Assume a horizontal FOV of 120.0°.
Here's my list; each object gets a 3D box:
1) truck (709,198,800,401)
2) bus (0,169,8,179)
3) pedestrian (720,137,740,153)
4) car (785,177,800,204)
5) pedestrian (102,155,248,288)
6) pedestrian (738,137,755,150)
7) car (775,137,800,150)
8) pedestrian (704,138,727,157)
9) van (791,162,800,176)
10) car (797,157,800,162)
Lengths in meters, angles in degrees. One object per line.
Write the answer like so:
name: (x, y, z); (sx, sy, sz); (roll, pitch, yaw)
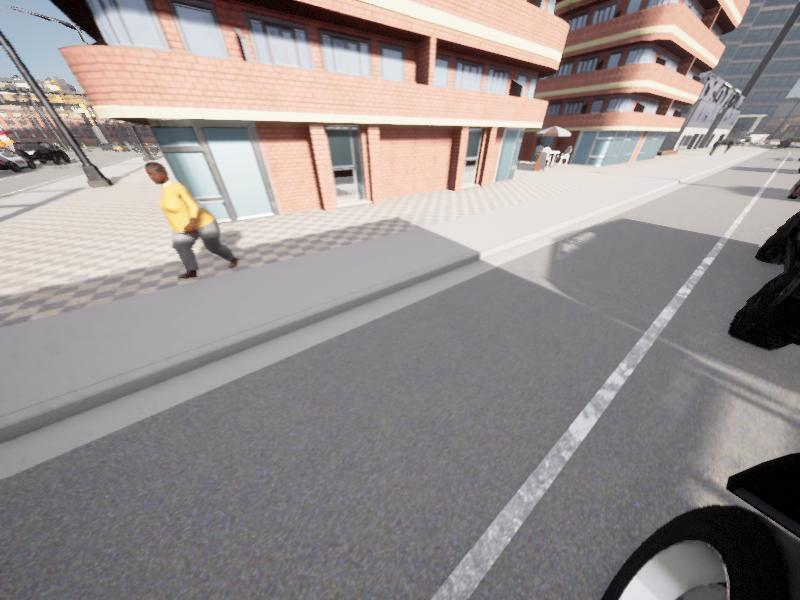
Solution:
truck: (7.026, -0.607, 2.895); (6.274, 2.098, 2.390); (-22, 41, -28)
bus: (-27.009, -7.548, 11.133); (3.944, 4.253, 10.273); (-23, 41, -28)
pedestrian: (46.357, -21.705, 32.415); (0.751, 1.860, 0.751); (-22, 41, -28)
car: (18.198, -4.856, 9.470); (4.181, 1.385, 1.994); (-22, 41, -28)
pedestrian: (-3.427, -1.234, 3.764); (0.751, 1.860, 0.751); (9, 36, 14)
pedestrian: (60.122, -27.190, 40.096); (0.751, 1.860, 0.751); (-22, 41, -28)
car: (75.924, -30.287, 44.661); (1.932, 1.855, 4.605); (23, 41, 29)
pedestrian: (37.423, -18.137, 27.420); (0.751, 1.860, 0.751); (-22, 41, -28)
van: (29.309, -9.670, 15.631); (4.480, 2.038, 2.069); (-22, 41, -28)
car: (42.283, -14.900, 23.091); (4.605, 1.855, 1.932); (-22, 41, -28)
